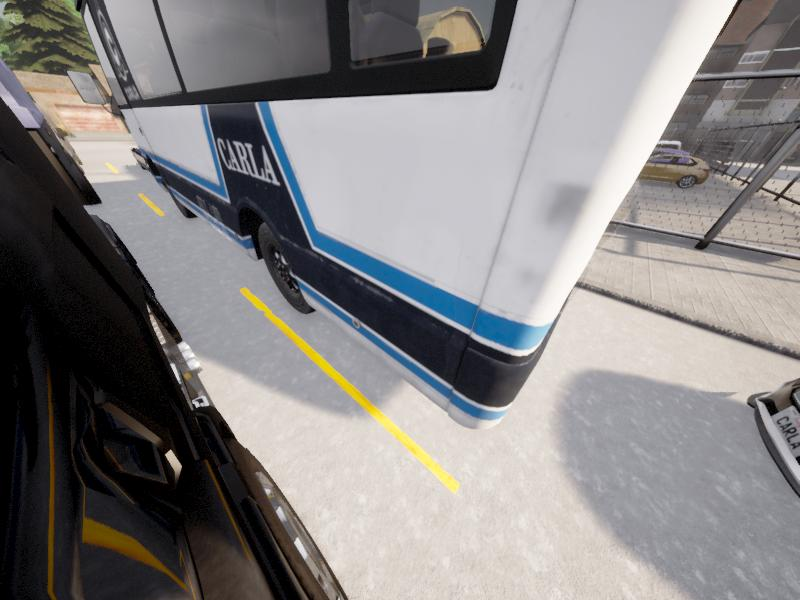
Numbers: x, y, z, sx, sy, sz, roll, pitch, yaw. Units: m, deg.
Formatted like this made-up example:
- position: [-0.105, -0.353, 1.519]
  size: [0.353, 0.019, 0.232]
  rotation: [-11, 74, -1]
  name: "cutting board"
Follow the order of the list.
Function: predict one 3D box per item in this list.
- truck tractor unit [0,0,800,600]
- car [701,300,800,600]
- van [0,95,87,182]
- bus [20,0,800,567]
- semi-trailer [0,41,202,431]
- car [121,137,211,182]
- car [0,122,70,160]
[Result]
- position: [-2.645, -0.295, 0.351]
  size: [6.516, 4.208, 3.053]
  rotation: [28, 44, 30]
  name: "truck tractor unit"
- position: [4.881, 1.687, 0.426]
  size: [4.902, 1.511, 2.128]
  rotation: [25, 42, 27]
  name: "car"
- position: [-16.117, -7.077, 9.990]
  size: [5.915, 2.561, 1.988]
  rotation: [30, 44, 31]
  name: "van"
- position: [-2.169, -3.038, 4.017]
  size: [10.273, 4.253, 3.944]
  rotation: [29, 44, 31]
  name: "bus"
- position: [-8.709, -3.598, 4.218]
  size: [14.254, 4.402, 2.717]
  rotation: [28, 44, 30]
  name: "semi-trailer"
- position: [-11.151, -6.792, 10.946]
  size: [4.718, 1.301, 1.895]
  rotation: [29, 44, 31]
  name: "car"
- position: [-21.607, -9.219, 13.324]
  size: [3.705, 1.549, 1.789]
  rotation: [21, 40, 23]
  name: "car"
